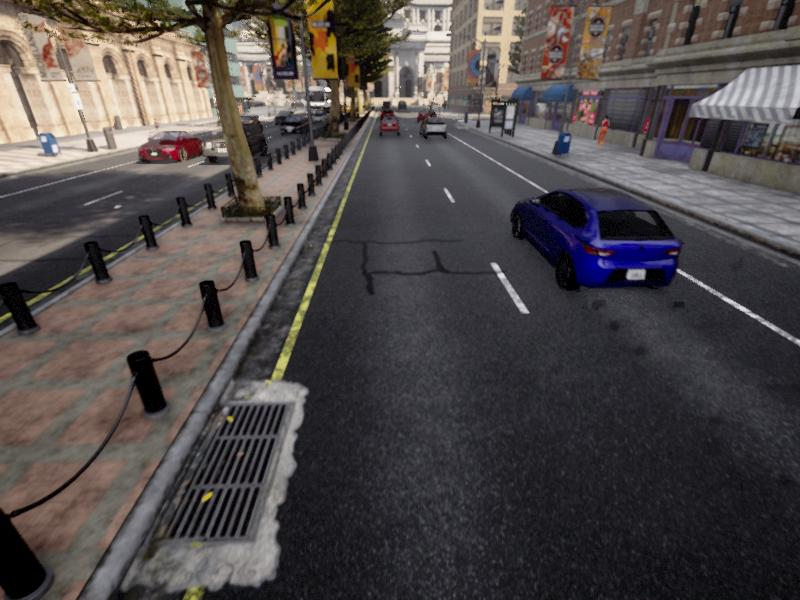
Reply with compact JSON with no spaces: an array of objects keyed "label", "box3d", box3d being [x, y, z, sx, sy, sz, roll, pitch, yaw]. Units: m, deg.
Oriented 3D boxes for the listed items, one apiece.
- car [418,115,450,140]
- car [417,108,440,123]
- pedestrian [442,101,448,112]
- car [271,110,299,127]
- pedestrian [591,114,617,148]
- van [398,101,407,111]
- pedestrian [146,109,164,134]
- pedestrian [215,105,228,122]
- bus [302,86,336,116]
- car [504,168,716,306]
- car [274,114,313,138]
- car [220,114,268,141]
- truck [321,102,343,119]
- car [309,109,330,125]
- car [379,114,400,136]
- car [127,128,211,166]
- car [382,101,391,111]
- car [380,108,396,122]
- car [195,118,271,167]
[{"label":"car","box3d":[2.677,-13.946,32.227,2.007,1.525,4.514,-1,27,-2]},{"label":"car","box3d":[3.588,-23.393,50.654,1.789,1.549,3.705,10,29,19]},{"label":"pedestrian","box3d":[8.640,-37.327,77.159,0.751,1.860,0.751,-9,28,-17]},{"label":"car","box3d":[-12.819,-20.430,44.923,1.837,1.490,4.892,-1,27,-2]},{"label":"pedestrian","box3d":[12.436,-10.346,24.447,0.751,1.860,0.751,-3,27,-5]},{"label":"van","box3d":[0.469,-42.399,87.313,1.775,1.987,4.442,-1,27,-2]},{"label":"pedestrian","box3d":[-20.440,-14.952,33.426,0.751,1.860,0.751,-10,29,-18]},{"label":"pedestrian","box3d":[-21.179,-22.115,47.422,0.751,1.860,0.751,4,27,8]},{"label":"bus","box3d":[-13.644,-34.055,68.521,3.944,4.253,10.273,-1,27,-2]},{"label":"car","box3d":[3.628,-1.521,8.010,1.816,1.474,4.193,-1,27,-2]},{"label":"car","box3d":[-8.897,-14.857,34.020,2.128,1.511,4.902,-1,27,-2]},{"label":"car","box3d":[-12.313,-13.850,31.918,2.033,1.649,4.856,-1,27,-2]},{"label":"truck","box3d":[-9.867,-27.808,58.675,2.390,2.098,6.274,-1,27,-2]},{"label":"car","box3d":[-9.395,-21.522,47.014,1.845,1.501,3.633,-1,27,-2]},{"label":"car","box3d":[-0.929,-15.300,34.841,1.789,1.549,3.705,-1,27,-2]},{"label":"car","box3d":[-11.885,-8.086,20.944,1.994,1.385,4.181,-1,27,-2]},{"label":"car","box3d":[-2.977,-42.239,87.110,1.905,1.878,3.866,-1,27,-2]},{"label":"car","box3d":[-1.648,-24.621,53.081,2.007,1.525,4.514,-1,27,-2]},{"label":"car","box3d":[-8.372,-8.204,20.612,1.932,1.855,4.605,-1,28,-1]}]
